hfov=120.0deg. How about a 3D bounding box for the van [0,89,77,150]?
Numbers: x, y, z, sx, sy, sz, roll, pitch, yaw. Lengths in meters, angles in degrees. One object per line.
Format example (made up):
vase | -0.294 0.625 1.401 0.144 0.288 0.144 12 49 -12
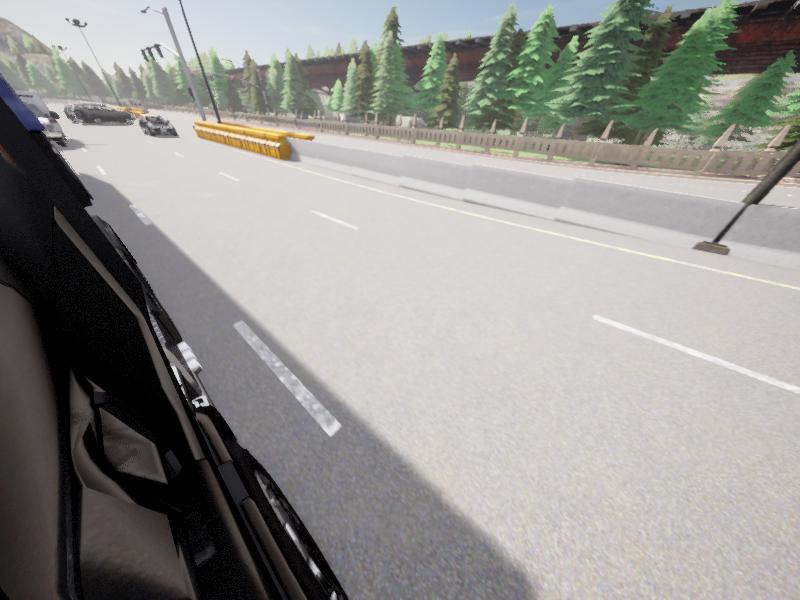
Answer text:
van | -21.759 -10.551 13.376 6.366 2.431 2.351 29 44 29

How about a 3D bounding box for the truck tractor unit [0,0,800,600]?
truck tractor unit | -2.645 -0.295 0.351 6.516 4.208 3.053 28 44 30

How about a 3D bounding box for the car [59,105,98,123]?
car | -38.570 -22.287 27.660 5.357 1.411 2.033 30 45 29

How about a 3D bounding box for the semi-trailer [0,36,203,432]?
semi-trailer | -8.754 -3.627 4.081 14.254 4.402 2.717 28 44 28

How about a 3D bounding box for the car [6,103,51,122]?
car | -40.036 -20.284 24.979 4.181 1.385 1.994 30 45 29

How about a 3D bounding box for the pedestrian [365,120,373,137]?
pedestrian | -4.391 -23.958 32.336 0.751 1.860 0.751 30 45 29

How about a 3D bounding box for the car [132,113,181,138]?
car | -21.488 -15.408 20.393 3.806 1.475 1.970 30 45 29

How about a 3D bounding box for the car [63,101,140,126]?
car | -33.134 -20.803 25.880 1.932 1.855 4.605 14 39 11
